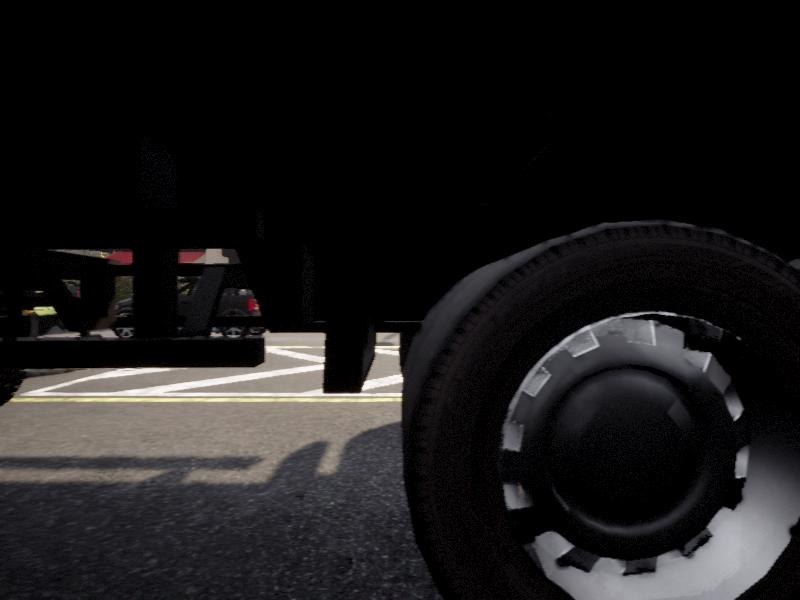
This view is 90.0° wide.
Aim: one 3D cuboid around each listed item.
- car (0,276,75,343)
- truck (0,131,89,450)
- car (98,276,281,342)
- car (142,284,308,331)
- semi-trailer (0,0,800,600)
[{"bbox_3d":[-11.341,0.218,10.177,4.514,1.525,2.007,0,0,0],"label":"car"},{"bbox_3d":[-5.770,-0.064,2.189,6.274,2.098,2.390,0,0,0],"label":"truck"},{"bbox_3d":[-5.158,0.209,10.188,3.705,1.549,1.789,0,0,0],"label":"car"},{"bbox_3d":[-5.795,0.239,13.687,4.892,1.490,1.837,0,0,0],"label":"car"},{"bbox_3d":[4.418,-1.214,2.236,14.254,4.402,2.717,0,0,0],"label":"semi-trailer"}]
